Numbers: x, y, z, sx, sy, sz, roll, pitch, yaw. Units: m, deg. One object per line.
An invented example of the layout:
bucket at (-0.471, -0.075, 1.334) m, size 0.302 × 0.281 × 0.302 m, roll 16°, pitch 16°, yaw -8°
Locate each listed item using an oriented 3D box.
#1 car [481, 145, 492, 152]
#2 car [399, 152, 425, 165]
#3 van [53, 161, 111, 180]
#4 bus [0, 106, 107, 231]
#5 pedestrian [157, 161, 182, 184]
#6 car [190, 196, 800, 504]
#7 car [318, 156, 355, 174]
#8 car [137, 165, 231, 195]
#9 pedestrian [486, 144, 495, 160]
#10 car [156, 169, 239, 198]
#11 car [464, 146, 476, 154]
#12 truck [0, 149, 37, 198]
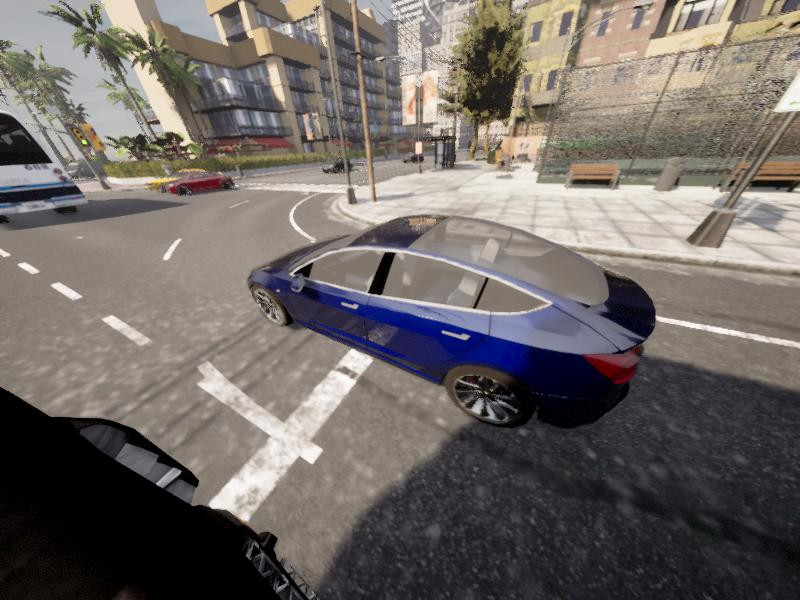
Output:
car at (25.626, -44.694, 68.177) m, size 2.163 × 1.488 × 4.792 m, roll 13°, pitch 37°, yaw 23°
car at (2.058, -22.347, 36.347) m, size 2.033 × 1.411 × 5.357 m, roll 14°, pitch 37°, yaw 23°
van at (-56.579, -23.250, 41.364) m, size 1.988 × 2.561 × 5.915 m, roll -5°, pitch 34°, yaw -3°
bus at (-20.820, -6.414, 11.487) m, size 10.273 × 4.253 × 3.944 m, roll 14°, pitch 37°, yaw 24°
pedestrian at (-22.628, -12.503, 22.690) m, size 0.751 × 1.860 × 0.751 m, roll 3°, pitch 34°, yaw 8°
car at (-0.030, -0.282, 3.066) m, size 4.792 × 1.488 × 2.163 m, roll 16°, pitch 38°, yaw 26°
car at (-7.445, -16.005, 27.322) m, size 1.851 × 1.617 × 3.988 m, roll 14°, pitch 37°, yaw 23°
car at (-17.684, -10.078, 19.207) m, size 5.366 × 1.575 × 1.801 m, roll -30°, pitch 42°, yaw -35°
pedestrian at (12.494, -20.382, 31.795) m, size 0.751 × 1.860 × 0.751 m, roll 15°, pitch 37°, yaw 25°
car at (-14.913, -8.796, 17.233) m, size 1.994 × 1.385 × 4.181 m, roll 26°, pitch 43°, yaw 37°
car at (19.489, -42.118, 64.639) m, size 2.033 × 1.649 × 4.856 m, roll 14°, pitch 37°, yaw 24°
truck at (-39.406, -12.104, 21.966) m, size 8.468 × 3.827 × 2.891 m, roll 25°, pitch 43°, yaw 36°
